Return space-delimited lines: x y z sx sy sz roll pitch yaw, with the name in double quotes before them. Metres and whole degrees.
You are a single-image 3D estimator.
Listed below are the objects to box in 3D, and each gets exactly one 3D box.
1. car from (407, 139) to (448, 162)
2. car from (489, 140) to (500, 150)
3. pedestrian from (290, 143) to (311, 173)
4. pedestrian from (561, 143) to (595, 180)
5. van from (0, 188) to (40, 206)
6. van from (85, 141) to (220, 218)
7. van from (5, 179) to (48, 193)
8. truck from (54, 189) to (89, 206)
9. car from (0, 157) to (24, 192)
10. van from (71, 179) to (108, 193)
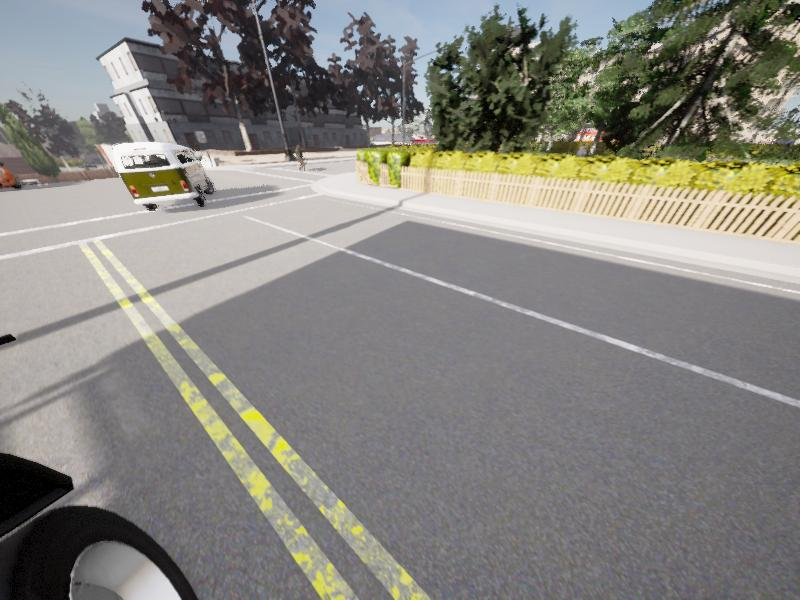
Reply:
"car" 3.318 -17.750 27.322 2.150 2.045 5.566 23 41 29
"car" 21.908 -35.947 53.672 1.789 1.549 3.705 13 42 17
"pedestrian" -7.280 -10.429 16.972 0.751 1.860 0.751 20 40 25
"pedestrian" 10.493 -8.184 13.687 0.751 1.860 0.751 1 35 2
"van" -70.796 -18.322 41.233 6.366 2.431 2.351 -13 37 -21
"van" -9.089 -5.028 9.189 2.069 2.038 4.480 -19 39 -21
"van" -83.150 -25.558 51.513 2.069 2.038 4.480 22 41 28
"truck" -54.445 -16.999 38.240 6.274 2.098 2.390 18 39 32
"car" -21.928 -6.637 11.881 4.553 1.767 2.097 20 39 30
"van" -69.091 -25.455 51.498 1.775 1.987 4.442 22 41 28
